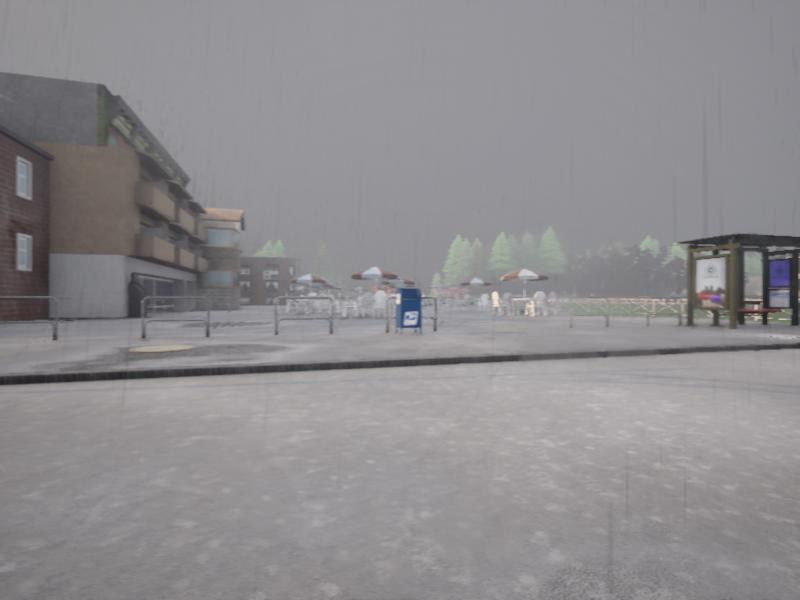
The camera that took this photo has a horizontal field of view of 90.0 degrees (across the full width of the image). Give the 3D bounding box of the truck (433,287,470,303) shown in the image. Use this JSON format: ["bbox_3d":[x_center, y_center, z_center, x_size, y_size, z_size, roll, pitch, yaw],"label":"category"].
[{"bbox_3d":[12.482,-1.243,96.566,8.468,3.827,2.891,0,0,-15],"label":"truck"}]
